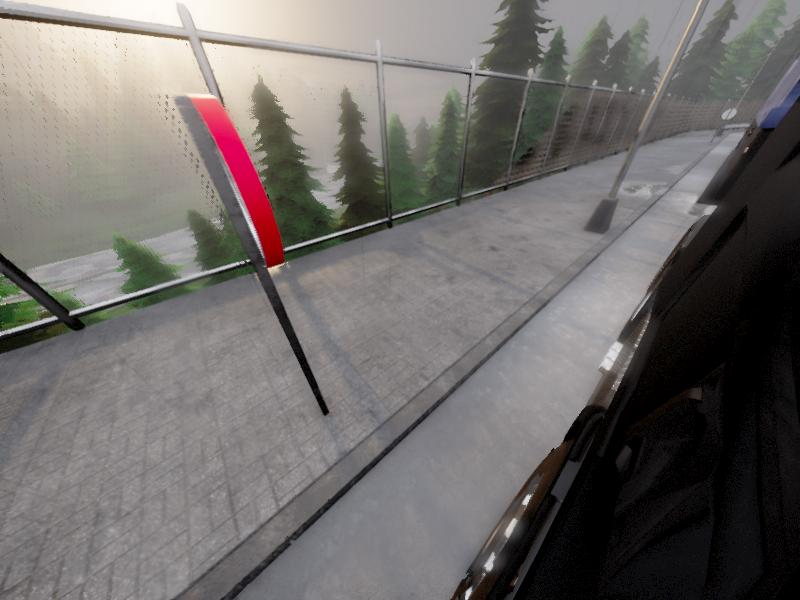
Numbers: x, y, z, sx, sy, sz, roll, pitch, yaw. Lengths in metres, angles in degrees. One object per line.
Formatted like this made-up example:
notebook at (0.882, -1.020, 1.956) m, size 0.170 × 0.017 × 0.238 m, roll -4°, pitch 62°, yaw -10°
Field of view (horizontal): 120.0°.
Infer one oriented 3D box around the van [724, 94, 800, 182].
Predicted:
van at (16.355, -6.946, 9.732) m, size 5.915 × 2.561 × 1.988 m, roll -28°, pitch 44°, yaw -30°

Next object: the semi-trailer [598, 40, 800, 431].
semi-trailer at (8.696, -3.615, 4.218) m, size 14.254 × 4.402 × 2.717 m, roll -28°, pitch 44°, yaw -30°

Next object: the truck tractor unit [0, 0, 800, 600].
truck tractor unit at (2.645, -0.295, 0.352) m, size 6.516 × 4.208 × 3.053 m, roll -28°, pitch 44°, yaw -30°
